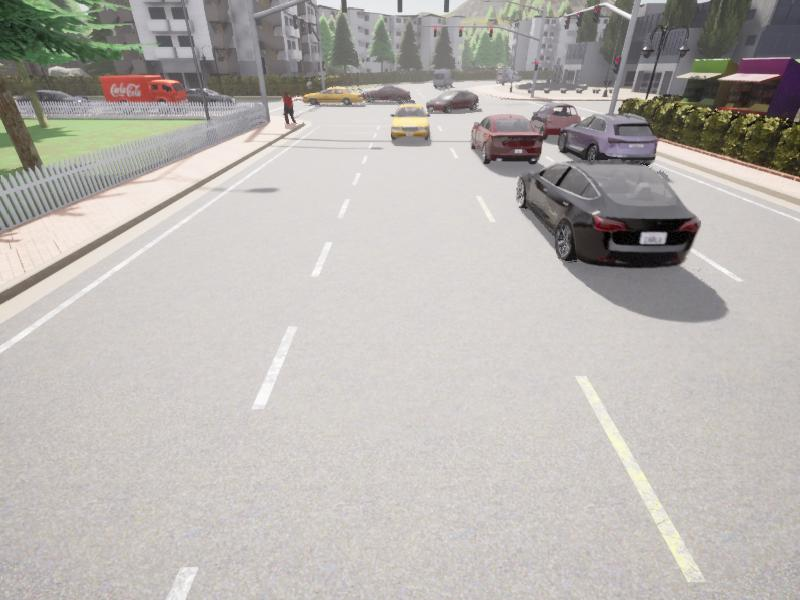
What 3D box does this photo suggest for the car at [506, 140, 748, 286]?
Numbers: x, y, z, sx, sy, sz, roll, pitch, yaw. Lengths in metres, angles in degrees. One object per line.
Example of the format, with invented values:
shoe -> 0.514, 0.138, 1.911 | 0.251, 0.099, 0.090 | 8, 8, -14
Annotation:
car -> 3.857, -2.077, 8.104 | 2.163, 1.488, 4.792 | 0, 30, 0

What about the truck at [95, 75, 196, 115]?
truck -> -18.580, -15.147, 29.520 | 5.204, 2.467, 2.627 | 1, 30, 2

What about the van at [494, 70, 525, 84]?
van -> 22.410, -45.612, 81.699 | 6.366, 2.431, 2.351 | -22, 37, -33

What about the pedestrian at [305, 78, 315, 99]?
pedestrian -> -9.154, -21.518, 40.724 | 0.751, 1.860, 0.751 | -5, 31, -8

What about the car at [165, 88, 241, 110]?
car -> -15.999, -16.453, 32.707 | 4.902, 1.511, 2.128 | 1, 30, 2

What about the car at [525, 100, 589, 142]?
car -> 7.580, -8.889, 19.718 | 1.845, 1.501, 3.633 | 2, 30, 3

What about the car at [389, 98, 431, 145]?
car -> 0.497, -8.905, 19.701 | 1.801, 1.575, 5.366 | 1, 30, 1

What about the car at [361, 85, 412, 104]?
car -> -1.251, -19.693, 38.311 | 4.674, 1.442, 1.812 | 1, 30, 2

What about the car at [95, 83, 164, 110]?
car -> -22.070, -16.723, 32.795 | 3.866, 1.878, 1.905 | 1, 30, 2

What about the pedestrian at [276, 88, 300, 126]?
pedestrian -> -6.159, -10.626, 22.025 | 0.751, 1.860, 0.751 | 11, 32, 18

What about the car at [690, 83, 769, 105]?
car -> 30.579, -19.213, 37.293 | 5.027, 1.651, 2.152 | 1, 30, 2

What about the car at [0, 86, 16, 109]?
car -> -35.751, -16.849, 33.287 | 5.027, 1.651, 2.152 | 1, 30, 2

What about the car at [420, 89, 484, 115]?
car -> 4.027, -15.161, 30.511 | 4.792, 1.488, 2.163 | -25, 39, -36

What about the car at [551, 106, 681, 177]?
car -> 7.418, -5.895, 14.496 | 2.033, 1.649, 4.856 | 0, 30, 1

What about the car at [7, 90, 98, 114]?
car -> -25.933, -14.854, 29.991 | 4.892, 1.490, 1.837 | 1, 30, 2

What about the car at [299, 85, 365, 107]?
car -> -5.946, -18.073, 35.403 | 5.366, 1.575, 1.801 | 1, 30, 2

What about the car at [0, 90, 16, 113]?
car -> -32.490, -14.970, 30.194 | 4.892, 1.490, 1.837 | 1, 30, 2

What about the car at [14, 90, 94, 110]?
car -> -28.542, -16.581, 33.147 | 4.718, 1.301, 1.895 | 1, 30, 2

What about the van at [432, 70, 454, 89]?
van -> 6.924, -35.086, 63.539 | 1.988, 2.561, 5.915 | 10, 32, 16

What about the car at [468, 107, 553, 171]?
car -> 3.926, -6.274, 15.235 | 1.882, 1.535, 5.008 | 0, 30, 0
